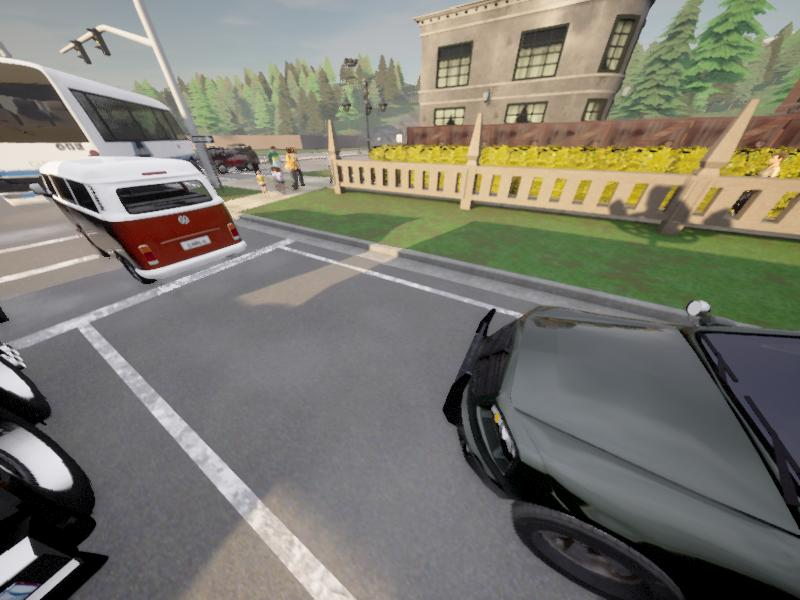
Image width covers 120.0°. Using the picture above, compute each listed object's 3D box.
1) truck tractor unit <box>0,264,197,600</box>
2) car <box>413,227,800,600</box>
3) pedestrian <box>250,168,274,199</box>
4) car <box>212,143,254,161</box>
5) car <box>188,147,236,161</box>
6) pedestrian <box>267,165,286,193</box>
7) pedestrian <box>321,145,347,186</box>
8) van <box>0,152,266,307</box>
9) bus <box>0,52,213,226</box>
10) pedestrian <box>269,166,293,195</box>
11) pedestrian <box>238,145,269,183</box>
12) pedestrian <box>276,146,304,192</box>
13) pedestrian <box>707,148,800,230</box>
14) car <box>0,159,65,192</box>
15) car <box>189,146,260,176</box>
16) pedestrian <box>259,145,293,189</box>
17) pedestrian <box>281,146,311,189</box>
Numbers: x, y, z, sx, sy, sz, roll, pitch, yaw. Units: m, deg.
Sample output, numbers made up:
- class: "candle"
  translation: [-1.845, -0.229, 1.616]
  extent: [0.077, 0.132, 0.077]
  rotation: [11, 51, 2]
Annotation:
- class: "truck tractor unit"
  translation: [-5.108, -0.304, 0.775]
  extent: [6.516, 4.208, 3.053]
  rotation: [18, 39, 24]
- class: "car"
  translation: [2.763, 1.056, 1.117]
  extent: [4.974, 1.542, 2.038]
  rotation: [18, 39, 24]
- class: "pedestrian"
  translation: [-5.956, -5.050, 10.024]
  extent: [0.500, 1.100, 0.500]
  rotation: [-5, 35, -7]
- class: "car"
  translation: [-22.744, -20.328, 31.709]
  extent: [1.905, 1.878, 3.866]
  rotation: [18, 39, 25]
- class: "car"
  translation: [-26.309, -20.614, 32.539]
  extent: [1.812, 1.442, 4.674]
  rotation: [18, 39, 25]
- class: "pedestrian"
  translation: [-5.978, -5.876, 11.209]
  extent: [0.500, 1.100, 0.500]
  rotation: [-12, 37, -17]
- class: "pedestrian"
  translation: [-3.557, -7.322, 12.602]
  extent: [0.751, 1.860, 0.751]
  rotation: [12, 37, 17]
- class: "van"
  translation: [-5.565, -1.897, 4.986]
  extent: [4.480, 2.038, 2.069]
  rotation: [19, 39, 25]
- class: "bus"
  translation: [-13.412, -7.345, 10.937]
  extent: [3.944, 4.253, 10.273]
  rotation: [-13, 37, -18]
- class: "pedestrian"
  translation: [-5.529, -5.559, 10.750]
  extent: [0.500, 1.100, 0.500]
  rotation: [17, 39, 24]
- class: "pedestrian"
  translation: [-8.585, -8.022, 13.592]
  extent: [0.751, 1.860, 0.751]
  rotation: [18, 39, 24]
- class: "pedestrian"
  translation: [-5.253, -6.327, 11.187]
  extent: [0.751, 1.860, 0.751]
  rotation: [-11, 36, -15]
- class: "pedestrian"
  translation: [9.751, -3.024, 6.324]
  extent: [0.751, 1.860, 0.751]
  rotation: [23, 41, 30]
- class: "car"
  translation: [-22.942, -6.994, 13.025]
  extent: [1.994, 1.385, 4.181]
  rotation: [18, 39, 24]
- class: "car"
  translation: [-14.353, -11.635, 19.160]
  extent: [1.905, 1.878, 3.866]
  rotation: [19, 39, 25]
- class: "pedestrian"
  translation: [-6.256, -6.744, 11.720]
  extent: [0.751, 1.860, 0.751]
  rotation: [12, 37, 17]
- class: "pedestrian"
  translation: [-5.362, -6.883, 11.985]
  extent: [0.751, 1.860, 0.751]
  rotation: [24, 42, 31]
